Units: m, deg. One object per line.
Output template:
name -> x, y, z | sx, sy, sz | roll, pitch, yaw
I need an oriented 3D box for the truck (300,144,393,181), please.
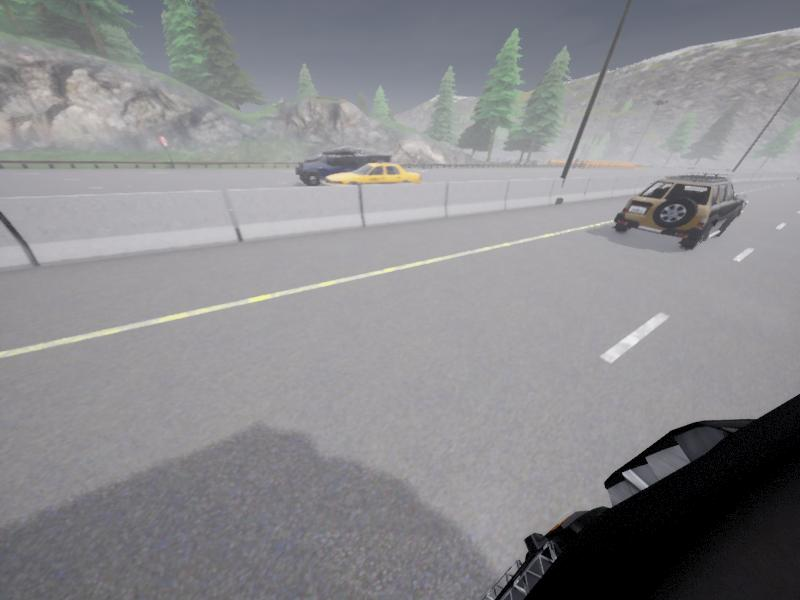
truck -> -3.882, -10.489, 17.635 | 6.274, 2.098, 2.390 | -16, 38, -26

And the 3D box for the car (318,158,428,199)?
car -> -1.312, -6.551, 12.332 | 5.366, 1.575, 1.801 | -16, 38, -26

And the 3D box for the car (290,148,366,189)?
car -> -4.264, -8.060, 14.129 | 3.866, 1.878, 1.905 | -16, 38, -26

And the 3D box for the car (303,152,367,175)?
car -> -5.615, -11.979, 20.300 | 4.902, 1.511, 2.128 | -16, 38, -26

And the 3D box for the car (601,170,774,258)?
car -> 9.121, -2.982, 7.382 | 4.605, 1.855, 1.932 | -17, 38, -25
